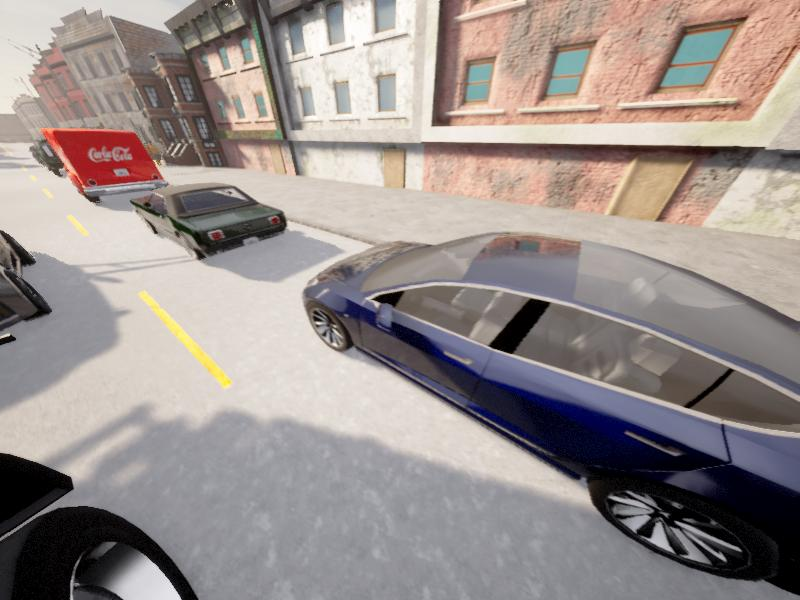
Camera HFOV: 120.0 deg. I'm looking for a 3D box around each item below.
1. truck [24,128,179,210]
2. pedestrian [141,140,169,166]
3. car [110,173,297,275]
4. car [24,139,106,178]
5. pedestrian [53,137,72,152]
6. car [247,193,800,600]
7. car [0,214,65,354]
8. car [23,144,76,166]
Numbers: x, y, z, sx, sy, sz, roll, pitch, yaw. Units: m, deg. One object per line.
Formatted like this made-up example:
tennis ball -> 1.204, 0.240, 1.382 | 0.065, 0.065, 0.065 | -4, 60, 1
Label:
truck -> -12.896, -5.923, 10.081 | 5.204, 2.467, 2.627 | 23, 41, 27
pedestrian -> -20.725, -12.441, 19.554 | 0.751, 1.860, 0.751 | 22, 41, 28
car -> -5.093, -2.264, 5.956 | 4.718, 1.301, 1.895 | 22, 41, 28
car -> -23.832, -10.200, 16.410 | 5.566, 2.045, 2.150 | 22, 41, 28
pedestrian -> -52.393, -24.110, 35.851 | 0.751, 1.860, 0.751 | -28, 44, -34
car -> 0.979, 0.125, 2.455 | 4.792, 1.488, 2.163 | 22, 41, 28
car -> -7.261, -0.500, 3.109 | 4.611, 1.667, 2.242 | 22, 41, 28
car -> -32.961, -13.686, 21.732 | 4.514, 1.525, 2.007 | 22, 41, 28
